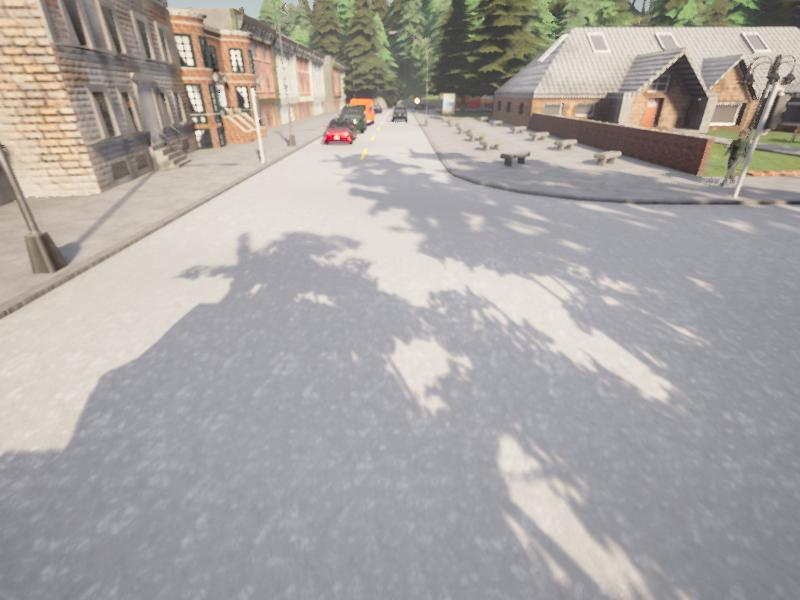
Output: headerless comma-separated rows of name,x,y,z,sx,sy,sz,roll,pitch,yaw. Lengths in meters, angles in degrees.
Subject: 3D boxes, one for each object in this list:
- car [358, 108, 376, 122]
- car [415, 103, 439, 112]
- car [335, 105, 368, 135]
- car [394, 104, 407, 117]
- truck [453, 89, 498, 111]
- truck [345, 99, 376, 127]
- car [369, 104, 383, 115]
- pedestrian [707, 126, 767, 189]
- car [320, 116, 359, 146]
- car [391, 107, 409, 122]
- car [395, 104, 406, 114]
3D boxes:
car,-3.998,-22.859,49.339,1.895,1.301,4.718,0,27,0
car,5.259,-38.004,78.927,4.181,1.385,1.994,-9,29,-17
car,-4.040,-15.612,34.520,2.150,2.045,5.566,0,27,0
car,0.007,-27.978,58.993,1.837,1.490,4.892,0,27,0
truck,15.521,-41.202,82.396,8.468,3.827,2.891,0,27,0
truck,-4.022,-19.715,41.988,2.627,2.467,5.204,0,27,0
car,-3.976,-31.963,67.211,2.163,1.488,4.792,0,27,0
pedestrian,11.199,-4.744,13.346,0.751,1.860,0.751,-13,30,-23
car,-4.027,-11.612,27.359,2.007,1.525,4.514,0,27,0
car,-0.008,-22.433,48.386,2.033,1.411,5.357,0,27,0
car,0.028,-33.420,69.977,1.837,1.490,4.892,0,27,0
